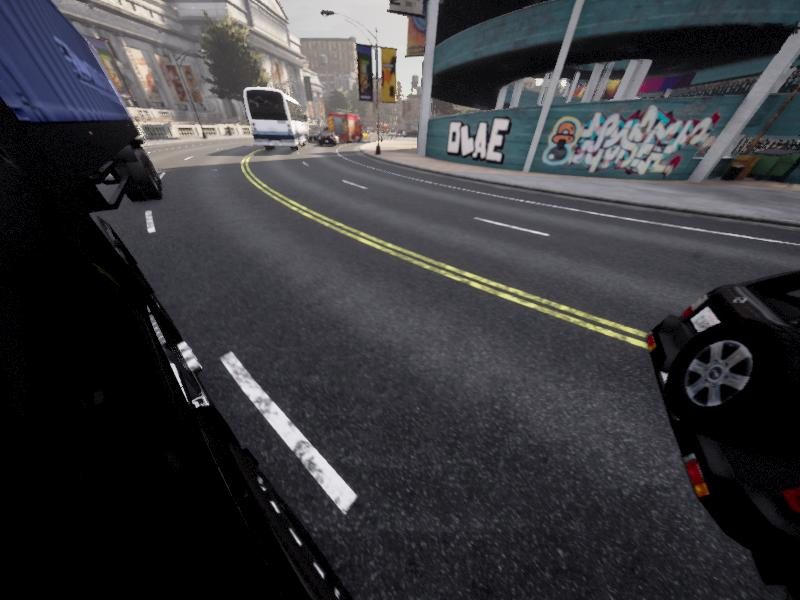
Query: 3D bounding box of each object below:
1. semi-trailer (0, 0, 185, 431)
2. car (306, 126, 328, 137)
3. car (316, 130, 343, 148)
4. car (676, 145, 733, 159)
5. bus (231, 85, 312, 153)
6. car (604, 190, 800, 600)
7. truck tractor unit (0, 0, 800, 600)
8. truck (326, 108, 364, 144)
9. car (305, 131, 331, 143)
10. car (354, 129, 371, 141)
[{"bbox_3d":[-7.936,-4.030,4.859,2.717,4.402,14.254,-26,45,-31],"label":"semi-trailer"},{"bbox_3d":[-16.718,-34.028,46.710,2.242,1.667,4.611,6,37,5],"label":"car"},{"bbox_3d":[-8.551,-19.958,28.511,2.038,1.542,4.974,0,37,-3],"label":"car"},{"bbox_3d":[42.550,-20.757,32.435,4.718,1.301,1.895,6,37,5],"label":"car"},{"bbox_3d":[-11.728,-17.526,22.813,3.944,4.253,10.273,-6,37,-10],"label":"bus"},{"bbox_3d":[4.045,1.148,0.763,4.605,1.855,1.932,22,41,24],"label":"car"},{"bbox_3d":[-2.645,-0.295,0.351,6.516,4.208,3.053,28,44,30],"label":"truck tractor unit"},{"bbox_3d":[-7.942,-26.040,34.748,2.891,3.827,8.468,5,37,4],"label":"truck"},{"bbox_3d":[-11.728,-23.589,33.374,1.895,1.301,4.718,4,37,3],"label":"car"},{"bbox_3d":[-6.826,-30.622,42.800,1.801,1.575,5.366,6,37,5],"label":"car"}]
